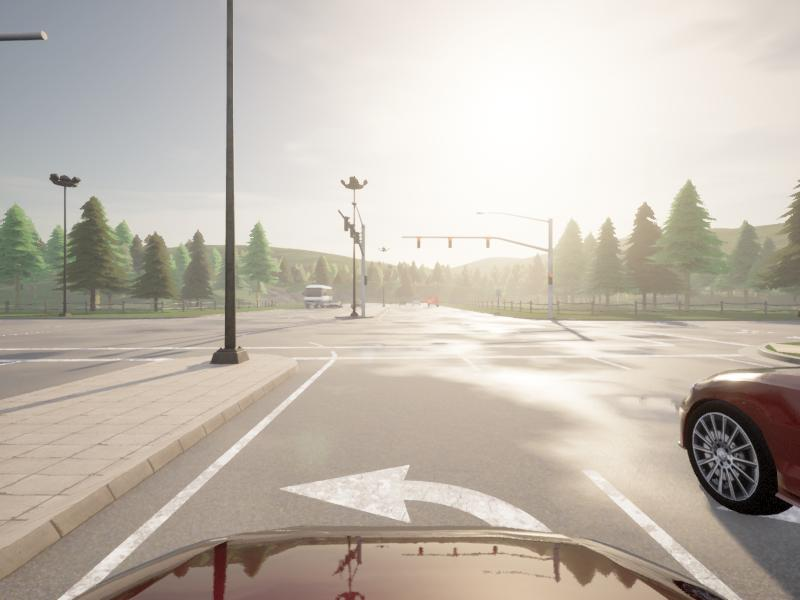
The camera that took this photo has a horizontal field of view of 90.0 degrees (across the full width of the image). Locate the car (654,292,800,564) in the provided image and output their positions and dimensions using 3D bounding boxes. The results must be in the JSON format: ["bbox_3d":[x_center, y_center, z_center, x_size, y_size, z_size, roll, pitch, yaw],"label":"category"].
[{"bbox_3d":[3.500,0.779,1.307,2.152,1.651,5.027,0,0,0],"label":"car"}]

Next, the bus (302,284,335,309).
[{"bbox_3d":[-14.848,-0.603,73.795,3.944,4.253,10.273,0,0,0],"label":"bus"}]

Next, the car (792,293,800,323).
[{"bbox_3d":[30.131,0.544,26.779,5.566,2.045,2.150,0,0,1],"label":"car"}]
